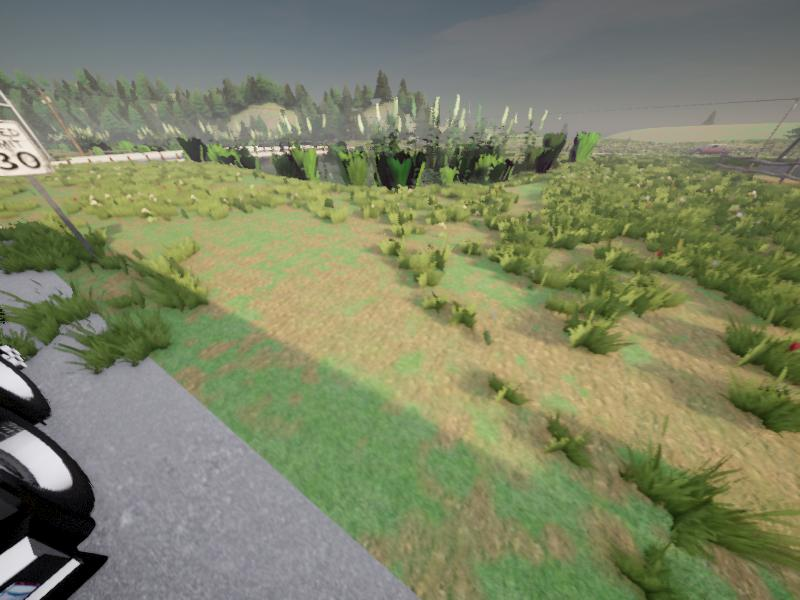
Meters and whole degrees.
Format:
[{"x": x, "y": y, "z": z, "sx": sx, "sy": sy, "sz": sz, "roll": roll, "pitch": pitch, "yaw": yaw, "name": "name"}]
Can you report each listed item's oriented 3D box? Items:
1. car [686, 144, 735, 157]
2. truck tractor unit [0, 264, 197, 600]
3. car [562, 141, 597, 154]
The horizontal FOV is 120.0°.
[{"x": 46.104, "y": -22.387, "z": 34.468, "sx": 3.806, "sy": 1.475, "sz": 1.970, "roll": 22, "pitch": 41, "yaw": 28, "name": "car"}, {"x": -5.110, "y": -0.302, "z": 0.778, "sx": 6.516, "sy": 4.208, "sz": 3.053, "roll": 18, "pitch": 39, "yaw": 24, "name": "truck tractor unit"}, {"x": 32.706, "y": -27.873, "z": 42.183, "sx": 4.553, "sy": 1.767, "sz": 2.097, "roll": 22, "pitch": 41, "yaw": 28, "name": "car"}]
